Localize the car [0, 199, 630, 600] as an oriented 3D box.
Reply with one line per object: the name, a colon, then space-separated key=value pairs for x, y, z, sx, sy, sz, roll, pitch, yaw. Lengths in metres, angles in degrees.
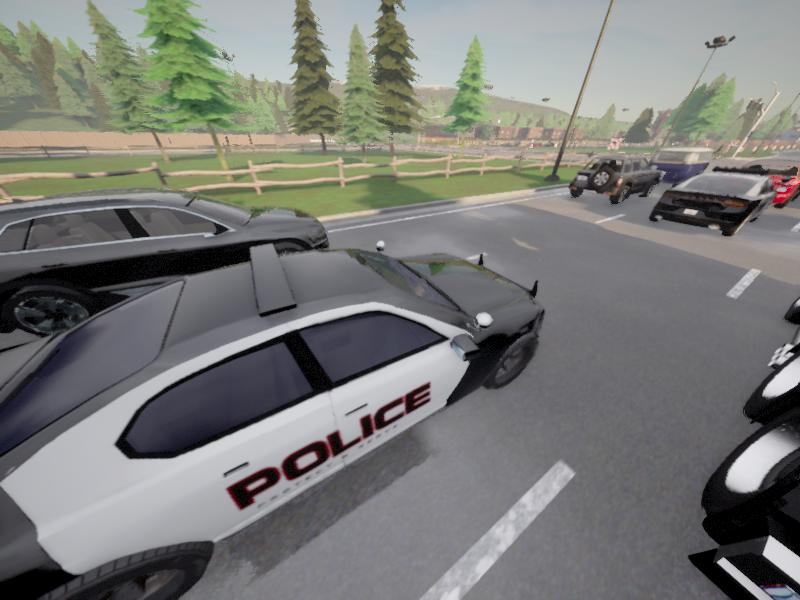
car: x=-0.567 y=0.292 z=2.228 sx=4.974 sy=1.542 sz=2.038 roll=-18 pitch=39 yaw=-25

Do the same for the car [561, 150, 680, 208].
car: x=9.984 y=-5.643 z=10.532 sx=4.605 sy=1.855 sz=1.932 roll=-18 pitch=39 yaw=-25

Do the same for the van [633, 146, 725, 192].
van: x=16.308 y=-7.769 z=13.544 sx=4.442 sy=1.987 sz=1.775 roll=-18 pitch=39 yaw=-25

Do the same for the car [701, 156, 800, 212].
car: x=16.494 y=-5.384 z=10.402 sx=4.611 sy=1.667 sz=2.242 roll=-18 pitch=39 yaw=-25

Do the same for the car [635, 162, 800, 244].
car: x=10.463 y=-3.385 z=7.507 sx=5.238 sy=1.638 sz=1.930 roll=-18 pitch=39 yaw=-25

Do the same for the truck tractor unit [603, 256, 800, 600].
truck tractor unit: x=5.098 y=-0.314 z=0.801 sx=6.516 sy=4.208 sz=3.053 roll=-19 pitch=39 yaw=-25

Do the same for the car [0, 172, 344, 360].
car: x=-3.764 y=-1.013 z=3.986 sx=4.856 sy=1.649 sz=2.033 roll=-18 pitch=39 yaw=-24
